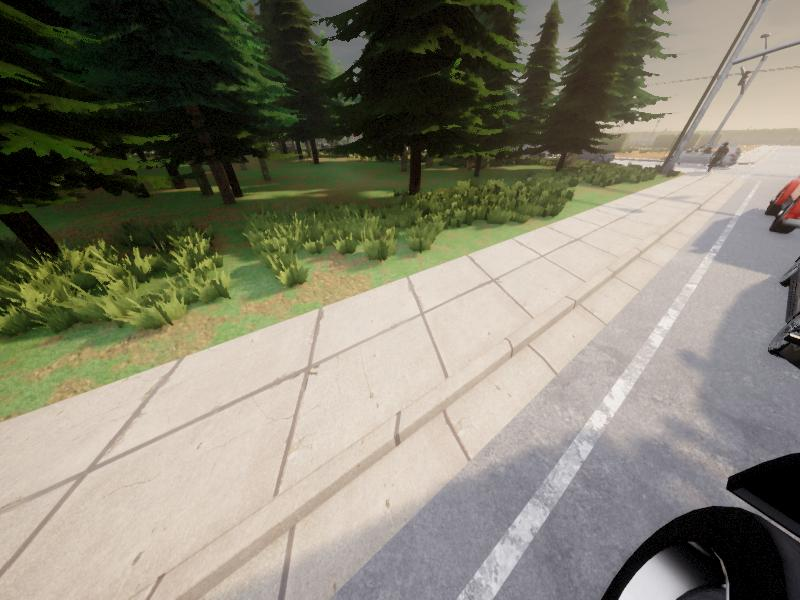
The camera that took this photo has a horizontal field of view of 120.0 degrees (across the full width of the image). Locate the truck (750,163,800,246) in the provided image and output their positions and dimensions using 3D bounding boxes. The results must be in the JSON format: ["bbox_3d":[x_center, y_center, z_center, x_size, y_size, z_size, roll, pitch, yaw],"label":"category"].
[{"bbox_3d":[12.429,-3.012,5.960,5.204,2.467,2.627,-23,41,-28],"label":"truck"}]

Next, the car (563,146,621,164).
[{"bbox_3d":[20.227,-15.418,24.525,1.994,1.385,4.181,-22,41,-28],"label":"car"}]

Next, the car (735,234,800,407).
[{"bbox_3d":[6.441,-0.038,2.633,4.902,1.511,2.128,-22,41,-28],"label":"car"}]

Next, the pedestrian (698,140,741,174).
[{"bbox_3d":[21.186,-9.516,15.374,0.751,1.860,0.751,19,40,26],"label":"pedestrian"}]

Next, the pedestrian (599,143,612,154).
[{"bbox_3d":[30.334,-22.467,34.170,0.751,1.300,0.751,6,36,9],"label":"pedestrian"}]

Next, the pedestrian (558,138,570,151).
[{"bbox_3d":[28.707,-27.246,40.472,0.751,1.860,0.751,-5,35,-7],"label":"pedestrian"}]

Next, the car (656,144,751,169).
[{"bbox_3d":[27.316,-13.176,21.029,2.242,1.667,4.611,-18,39,-24],"label":"car"}]

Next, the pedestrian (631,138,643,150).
[{"bbox_3d":[44.369,-29.231,43.187,0.751,1.860,0.751,-23,41,-29],"label":"pedestrian"}]

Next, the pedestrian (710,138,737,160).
[{"bbox_3d":[33.565,-15.653,23.998,0.751,1.860,0.751,22,41,28],"label":"pedestrian"}]
